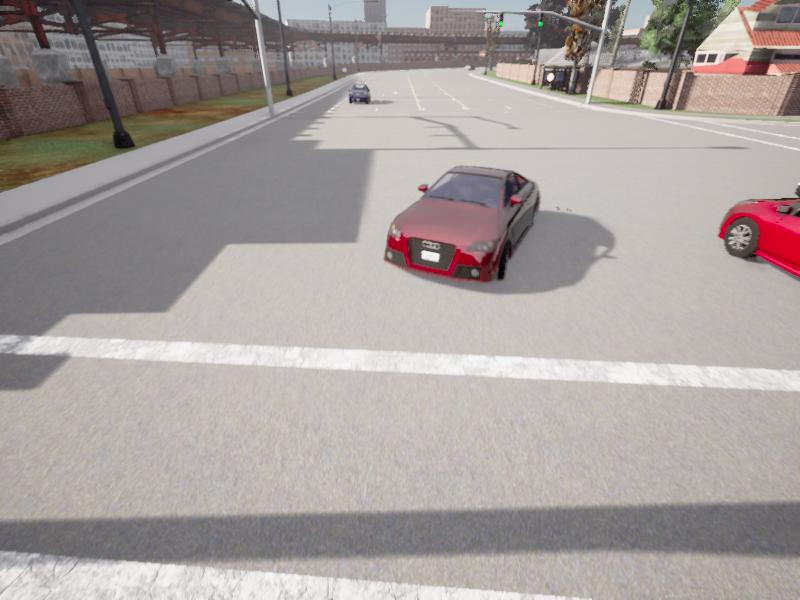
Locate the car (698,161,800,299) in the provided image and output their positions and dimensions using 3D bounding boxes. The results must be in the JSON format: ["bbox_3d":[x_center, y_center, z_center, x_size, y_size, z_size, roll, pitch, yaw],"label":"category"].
[{"bbox_3d":[6.992,-0.731,5.711,2.007,1.525,4.514,0,30,0],"label":"car"}]

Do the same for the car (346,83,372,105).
[{"bbox_3d":[-3.543,-18.172,35.203,1.845,1.501,3.633,0,31,0],"label":"car"}]

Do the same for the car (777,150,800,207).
[{"bbox_3d":[10.665,-2.024,7.946,1.837,1.490,4.892,1,31,2],"label":"car"}]

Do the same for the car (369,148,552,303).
[{"bbox_3d":[1.375,-1.726,7.561,1.994,1.385,4.181,14,33,23],"label":"car"}]
